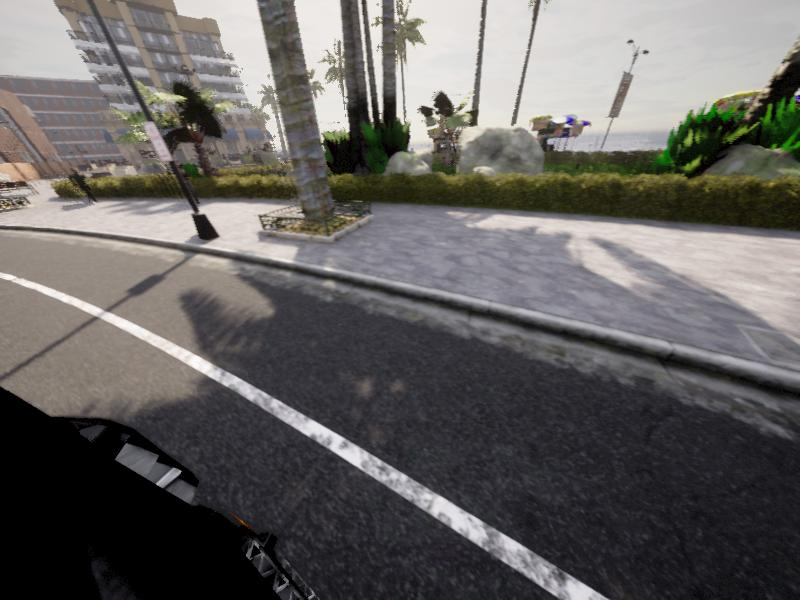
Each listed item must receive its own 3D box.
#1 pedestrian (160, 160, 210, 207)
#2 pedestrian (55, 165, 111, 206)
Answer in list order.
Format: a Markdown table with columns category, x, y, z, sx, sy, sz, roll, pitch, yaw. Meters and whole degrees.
| category | x | y | z | sx | sy | sz | roll | pitch | yaw |
| --- | --- | --- | --- | --- | --- | --- | --- | --- | --- |
| pedestrian | -10.043 | -5.457 | 10.860 | 0.751 | 1.860 | 0.751 | 8 | 35 | 16 |
| pedestrian | -16.852 | -6.113 | 12.348 | 0.751 | 1.860 | 0.751 | 7 | 35 | 15 |
